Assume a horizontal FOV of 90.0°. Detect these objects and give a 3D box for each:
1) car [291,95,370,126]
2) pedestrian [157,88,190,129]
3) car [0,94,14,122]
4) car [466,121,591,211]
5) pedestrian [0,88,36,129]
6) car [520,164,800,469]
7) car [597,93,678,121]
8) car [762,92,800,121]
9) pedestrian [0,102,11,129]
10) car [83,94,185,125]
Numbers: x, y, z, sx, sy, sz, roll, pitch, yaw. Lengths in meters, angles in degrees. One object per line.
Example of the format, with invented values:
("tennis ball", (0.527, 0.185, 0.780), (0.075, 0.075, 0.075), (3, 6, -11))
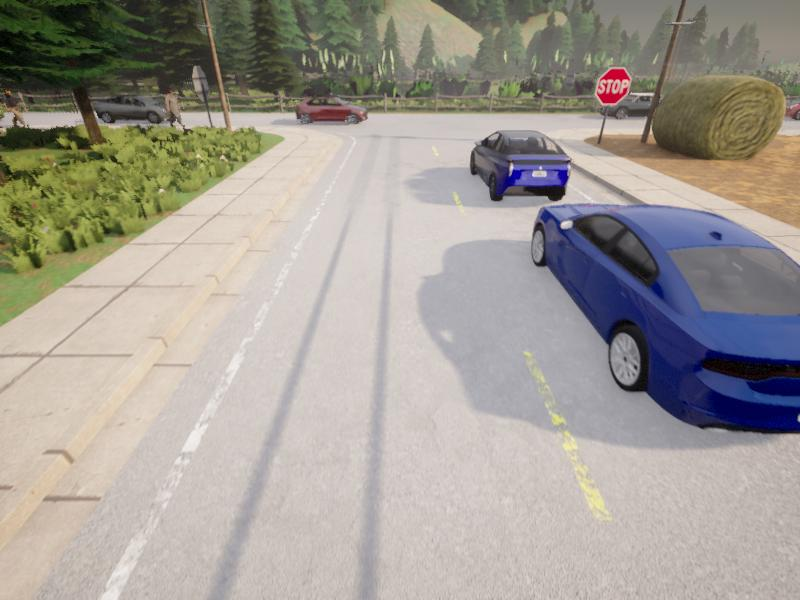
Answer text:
("car", (-4.007, -11.230, 23.683), (4.193, 1.474, 1.816), (1, 30, 2))
("pedestrian", (-11.610, -9.827, 20.543), (0.751, 1.860, 0.751), (7, 31, 13))
("car", (-26.909, -11.622, 24.299), (4.514, 1.525, 2.007), (0, 30, 1))
("car", (3.244, -3.948, 11.243), (2.007, 1.525, 4.514), (0, 30, 0))
("pedestrian", (-19.718, -9.785, 20.470), (0.751, 1.860, 0.751), (3, 30, 6))
("car", (3.302, -0.457, 5.260), (1.882, 1.535, 5.008), (0, 30, 0))
("car", (15.310, -12.606, 26.031), (3.806, 1.475, 1.970), (1, 30, 2))
("car", (26.590, -12.390, 25.617), (4.514, 1.525, 2.007), (1, 30, 2))
("pedestrian", (-21.182, -9.870, 20.615), (0.751, 1.860, 0.751), (4, 31, 6))
("car", (-15.832, -11.486, 24.060), (4.514, 1.525, 2.007), (1, 30, 2))
